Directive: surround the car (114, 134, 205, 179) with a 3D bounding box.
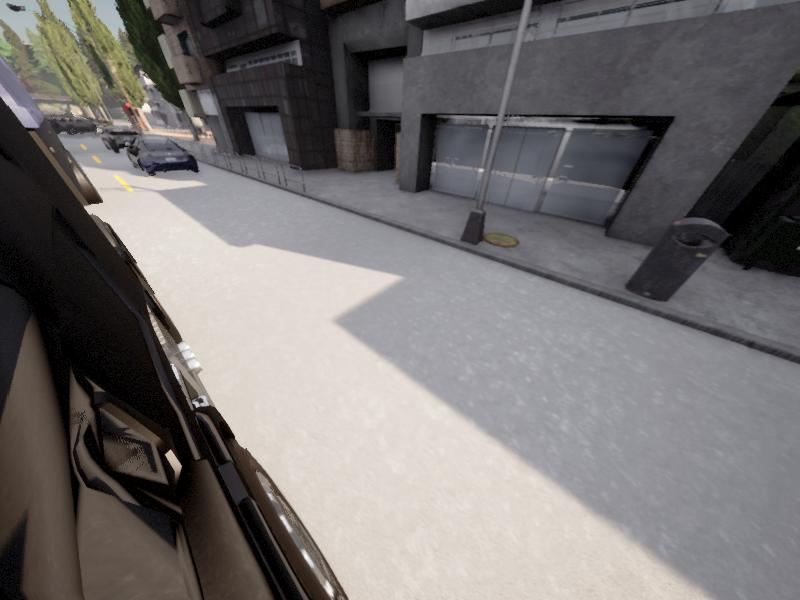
[{"bbox_3d":[-11.681,-7.088,11.211,4.181,1.385,1.994,28,44,30],"label":"car"}]

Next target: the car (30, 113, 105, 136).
[{"bbox_3d":[-36.993,-19.713,25.998,1.932,1.855,4.605,-2,37,-7],"label":"car"}]

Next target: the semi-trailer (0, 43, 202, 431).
[{"bbox_3d":[-8.697,-3.611,4.222,14.254,4.402,2.717,28,44,30],"label":"semi-trailer"}]

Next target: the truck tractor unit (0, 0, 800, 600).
[{"bbox_3d":[-2.645,-0.295,0.351,6.516,4.208,3.053,28,44,30],"label":"truck tractor unit"}]

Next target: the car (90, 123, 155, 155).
[{"bbox_3d":[-19.785,-11.515,16.461,4.514,1.525,2.007,28,44,30],"label":"car"}]
